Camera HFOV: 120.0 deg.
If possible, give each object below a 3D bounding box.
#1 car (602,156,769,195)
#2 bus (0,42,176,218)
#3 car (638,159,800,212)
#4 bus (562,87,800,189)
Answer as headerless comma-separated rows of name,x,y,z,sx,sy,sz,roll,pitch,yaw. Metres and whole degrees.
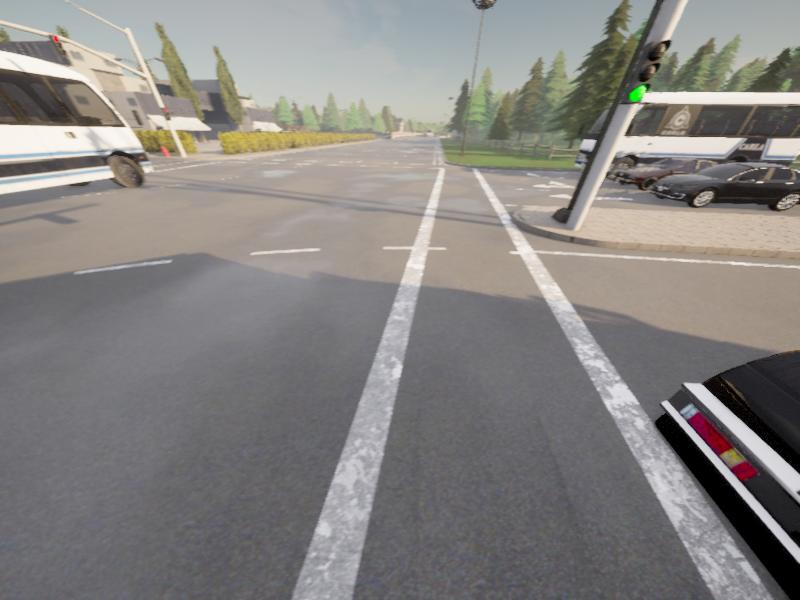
car,14.418,-6.584,12.089,5.357,1.411,2.033,5,36,5
bus,-13.930,-4.948,6.714,3.944,4.253,10.273,3,36,2
car,13.333,-4.643,9.299,4.892,1.490,1.837,5,36,5
bus,16.894,-9.539,13.791,10.273,4.253,3.944,5,36,5
